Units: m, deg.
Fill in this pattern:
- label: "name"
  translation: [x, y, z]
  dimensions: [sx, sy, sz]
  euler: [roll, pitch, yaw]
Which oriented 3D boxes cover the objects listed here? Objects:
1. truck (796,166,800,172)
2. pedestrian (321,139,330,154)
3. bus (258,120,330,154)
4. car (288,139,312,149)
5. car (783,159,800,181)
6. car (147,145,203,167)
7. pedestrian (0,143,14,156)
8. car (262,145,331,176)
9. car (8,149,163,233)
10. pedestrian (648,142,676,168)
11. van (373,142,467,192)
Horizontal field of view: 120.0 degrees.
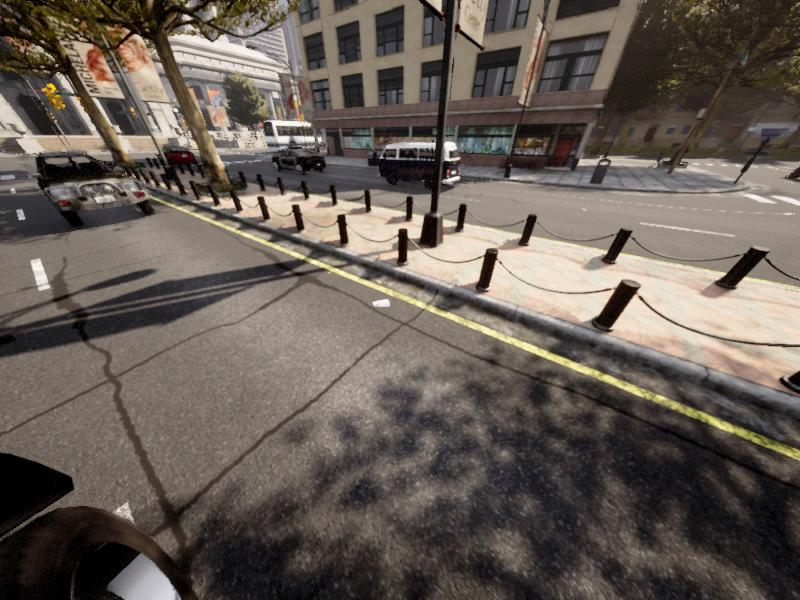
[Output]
- label: "truck"
  translation: [33.465, -10.110, 16.703]
  dimensions: [2.390, 2.098, 6.274]
  euler: [22, 40, 27]
- label: "pedestrian"
  translation: [-11.129, -22.971, 34.491]
  dimensions: [0.751, 1.860, 0.751]
  euler: [12, 37, 16]
- label: "bus"
  translation: [-17.688, -28.005, 39.815]
  dimensions: [3.944, 4.253, 10.273]
  euler: [22, 41, 28]
- label: "car"
  translation: [-20.351, -31.866, 47.077]
  dimensions: [1.851, 1.617, 3.988]
  euler: [22, 41, 28]
- label: "car"
  translation: [27.155, -8.168, 14.323]
  dimensions: [1.851, 1.617, 3.988]
  euler: [22, 40, 27]
- label: "car"
  translation: [-21.434, -13.773, 21.993]
  dimensions: [4.792, 1.488, 2.163]
  euler: [22, 40, 27]
- label: "pedestrian"
  translation: [-48.096, -18.251, 27.982]
  dimensions: [0.751, 1.300, 0.751]
  euler: [24, 42, 30]
- label: "car"
  translation: [-7.972, -10.815, 17.766]
  dimensions: [5.238, 1.638, 1.930]
  euler: [22, 41, 28]
- label: "car"
  translation: [-10.340, -3.817, 7.618]
  dimensions: [4.605, 1.855, 1.932]
  euler: [22, 40, 28]
- label: "pedestrian"
  translation: [22.185, -12.296, 19.615]
  dimensions: [0.751, 1.860, 0.751]
  euler: [22, 40, 27]
- label: "van"
  translation: [0.976, -7.366, 12.588]
  dimensions: [4.480, 2.038, 2.069]
  euler: [22, 40, 28]
